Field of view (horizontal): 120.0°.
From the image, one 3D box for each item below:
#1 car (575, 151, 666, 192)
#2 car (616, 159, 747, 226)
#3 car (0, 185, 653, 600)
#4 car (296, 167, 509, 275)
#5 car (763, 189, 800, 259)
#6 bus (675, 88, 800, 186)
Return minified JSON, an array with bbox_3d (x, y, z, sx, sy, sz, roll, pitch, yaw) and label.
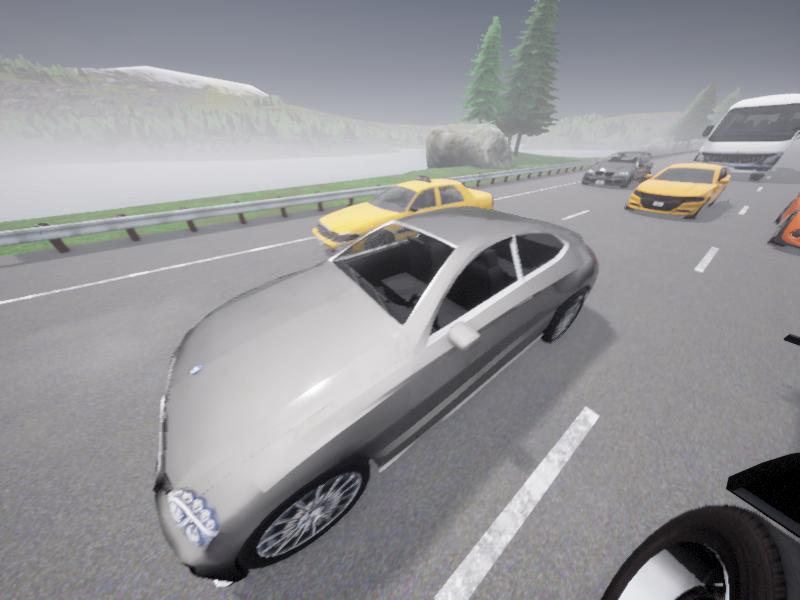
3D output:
[{"bbox_3d":[12.871,-7.659,13.502,4.611,1.667,2.242,-22,40,-28],"label":"car"},{"bbox_3d":[10.653,-4.271,8.717,5.008,1.535,1.882,-23,40,-28],"label":"car"},{"bbox_3d":[0.329,-0.069,2.736,5.027,1.651,2.152,-22,40,-28],"label":"car"},{"bbox_3d":[0.366,-2.488,6.308,5.366,1.575,1.801,-22,40,-28],"label":"car"},{"bbox_3d":[11.215,-2.188,5.430,4.553,1.767,2.097,-22,40,-28],"label":"car"},{"bbox_3d":[23.901,-10.748,15.478,10.273,4.253,3.944,-22,40,-28],"label":"bus"}]
